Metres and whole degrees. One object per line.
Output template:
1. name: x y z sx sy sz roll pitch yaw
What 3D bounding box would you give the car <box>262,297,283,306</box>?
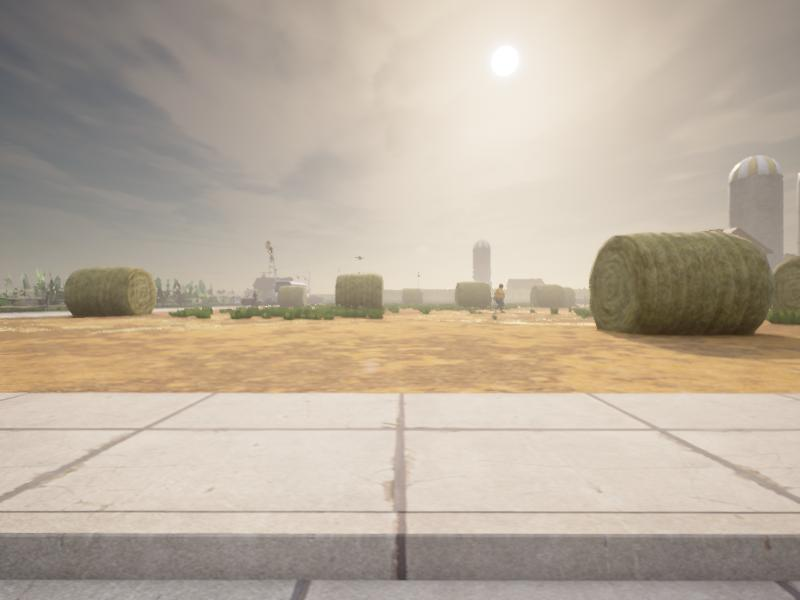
1. car: -20.156 0.218 63.219 1.816 1.474 4.193 0 0 3

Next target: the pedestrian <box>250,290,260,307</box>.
1. pedestrian: -16.005 -0.151 44.103 0.751 1.860 0.751 0 0 8

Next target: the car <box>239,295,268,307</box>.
1. car: -20.517 0.135 56.189 1.930 1.638 5.238 0 0 3

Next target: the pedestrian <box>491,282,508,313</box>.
1. pedestrian: 6.050 -0.145 24.372 0.751 1.860 0.751 0 0 39

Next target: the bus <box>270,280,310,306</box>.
1. bus: -19.786 -1.175 72.737 3.944 4.253 10.273 0 0 3
